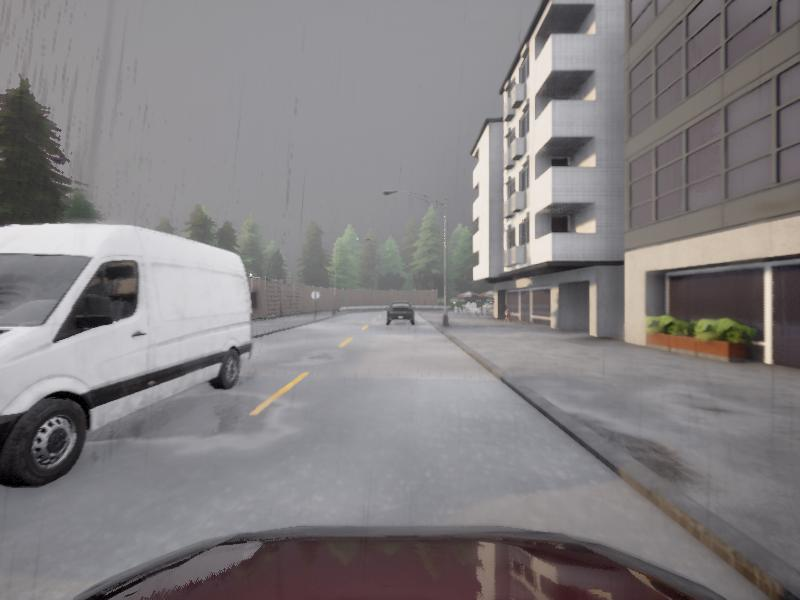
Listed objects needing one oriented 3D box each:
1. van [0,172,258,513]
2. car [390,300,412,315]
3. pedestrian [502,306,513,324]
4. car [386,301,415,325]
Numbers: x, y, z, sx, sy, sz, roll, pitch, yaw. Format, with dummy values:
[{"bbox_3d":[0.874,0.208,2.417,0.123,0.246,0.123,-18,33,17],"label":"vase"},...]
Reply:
[{"bbox_3d":[-3.996,0.325,5.469,1.988,2.561,5.915,0,0,0],"label":"van"},{"bbox_3d":[0.208,0.799,44.578,2.152,1.651,5.027,0,0,3],"label":"car"},{"bbox_3d":[6.774,0.948,25.253,0.500,1.100,0.500,0,0,-4],"label":"pedestrian"},{"bbox_3d":[0.040,0.857,28.014,1.837,1.490,4.892,0,0,0],"label":"car"}]
